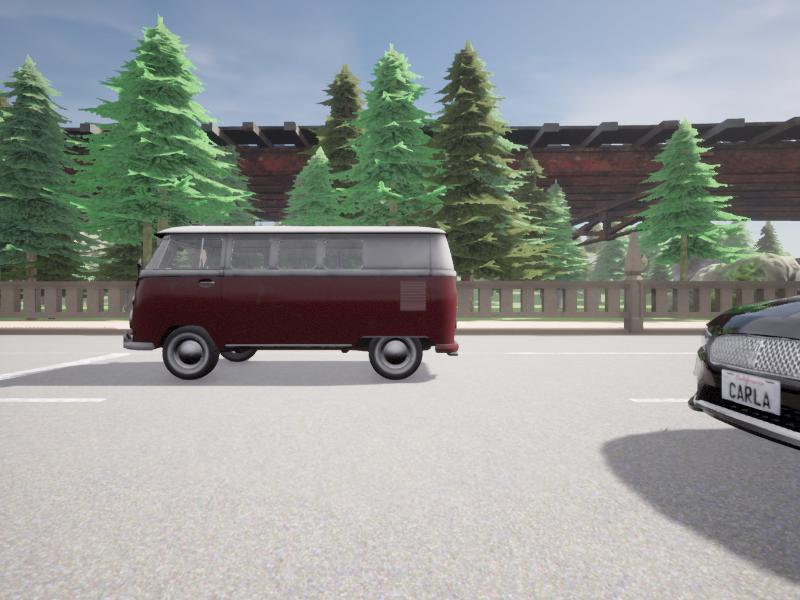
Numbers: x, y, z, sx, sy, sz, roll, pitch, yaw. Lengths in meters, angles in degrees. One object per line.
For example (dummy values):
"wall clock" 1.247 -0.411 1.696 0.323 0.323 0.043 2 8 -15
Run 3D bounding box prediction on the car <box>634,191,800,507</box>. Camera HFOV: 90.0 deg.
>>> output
"car" 4.363 0.237 2.200 4.902 1.511 2.128 0 0 0

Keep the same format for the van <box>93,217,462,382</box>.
"van" -1.470 -0.002 5.700 4.442 1.987 1.775 0 0 0
